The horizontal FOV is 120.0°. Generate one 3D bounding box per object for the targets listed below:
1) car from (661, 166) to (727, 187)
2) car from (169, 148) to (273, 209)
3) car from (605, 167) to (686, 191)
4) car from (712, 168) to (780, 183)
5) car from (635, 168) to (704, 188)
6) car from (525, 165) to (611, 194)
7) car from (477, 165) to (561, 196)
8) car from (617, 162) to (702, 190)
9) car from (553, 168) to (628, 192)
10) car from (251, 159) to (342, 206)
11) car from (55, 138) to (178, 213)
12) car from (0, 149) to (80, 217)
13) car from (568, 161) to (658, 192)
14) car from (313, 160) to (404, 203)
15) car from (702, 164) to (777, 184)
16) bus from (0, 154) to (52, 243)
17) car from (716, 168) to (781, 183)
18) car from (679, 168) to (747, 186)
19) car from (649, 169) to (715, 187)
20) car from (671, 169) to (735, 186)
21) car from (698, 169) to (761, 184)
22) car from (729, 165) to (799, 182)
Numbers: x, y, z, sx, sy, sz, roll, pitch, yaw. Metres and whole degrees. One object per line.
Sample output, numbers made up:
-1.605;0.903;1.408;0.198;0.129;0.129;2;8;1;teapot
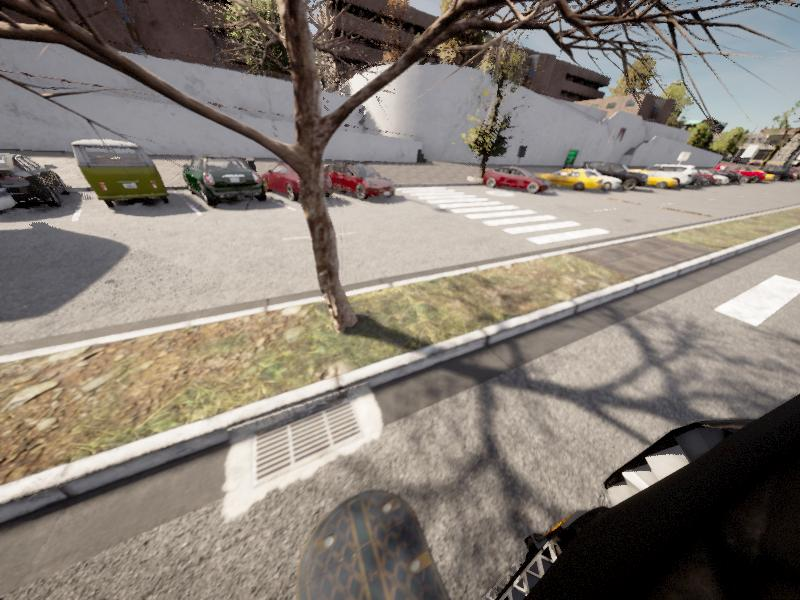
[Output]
35.553;-15.181;28.230;4.553;1.767;2.185;29;41;35;car
-7.706;-5.348;9.886;4.553;1.767;2.185;29;41;35;car
24.867;-12.469;23.639;5.366;1.575;1.946;29;41;35;car
51.951;-18.842;34.921;5.366;1.575;1.946;29;42;35;car
30.126;-13.778;26.047;4.792;1.488;2.163;29;42;35;car
13.767;-10.158;19.269;5.366;1.575;1.946;29;42;35;car
8.510;-8.838;16.870;4.792;1.488;2.163;29;41;35;car
27.431;-13.385;24.761;5.566;2.045;2.435;29;42;35;car
16.607;-10.661;20.341;4.674;1.452;2.002;29;41;35;car
-5.044;-5.819;11.133;4.674;1.452;2.002;29;41;35;car
-10.497;-4.891;8.772;4.442;1.987;1.878;29;41;35;car
-13.107;-4.051;7.682;4.892;1.521;2.231;29;41;35;car
19.354;-11.503;21.314;5.566;2.045;2.435;29;41;35;car
-2.313;-6.424;12.269;4.792;1.488;2.163;29;41;35;car
49.140;-18.473;33.754;5.566;2.045;2.435;29;42;35;car
-13.517;-1.926;1.930;10.273;4.253;3.944;-12;36;-23;bus
54.387;-19.625;36.258;5.366;1.575;1.946;29;42;35;car
40.989;-16.339;30.525;5.008;1.535;2.097;29;42;35;car
32.864;-14.392;27.178;4.674;1.452;2.002;29;41;35;car
38.276;-15.669;29.430;4.674;1.452;2.002;29;41;35;car
46.424;-17.595;32.780;4.792;1.488;2.163;29;42;35;car
59.917;-21.041;38.287;5.566;2.045;2.435;29;42;35;car
